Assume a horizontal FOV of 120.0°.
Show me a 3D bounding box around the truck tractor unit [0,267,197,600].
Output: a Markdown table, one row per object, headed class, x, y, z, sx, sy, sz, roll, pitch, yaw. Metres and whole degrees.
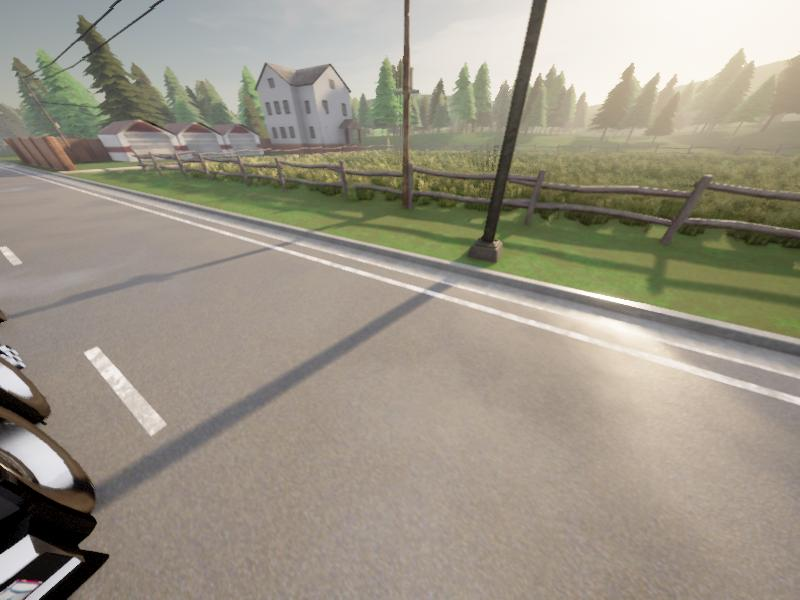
| class | x | y | z | sx | sy | sz | roll | pitch | yaw |
| --- | --- | --- | --- | --- | --- | --- | --- | --- | --- |
| truck tractor unit | -5.113 | -0.299 | 0.769 | 6.516 | 4.208 | 3.053 | 18 | 39 | 24 |
